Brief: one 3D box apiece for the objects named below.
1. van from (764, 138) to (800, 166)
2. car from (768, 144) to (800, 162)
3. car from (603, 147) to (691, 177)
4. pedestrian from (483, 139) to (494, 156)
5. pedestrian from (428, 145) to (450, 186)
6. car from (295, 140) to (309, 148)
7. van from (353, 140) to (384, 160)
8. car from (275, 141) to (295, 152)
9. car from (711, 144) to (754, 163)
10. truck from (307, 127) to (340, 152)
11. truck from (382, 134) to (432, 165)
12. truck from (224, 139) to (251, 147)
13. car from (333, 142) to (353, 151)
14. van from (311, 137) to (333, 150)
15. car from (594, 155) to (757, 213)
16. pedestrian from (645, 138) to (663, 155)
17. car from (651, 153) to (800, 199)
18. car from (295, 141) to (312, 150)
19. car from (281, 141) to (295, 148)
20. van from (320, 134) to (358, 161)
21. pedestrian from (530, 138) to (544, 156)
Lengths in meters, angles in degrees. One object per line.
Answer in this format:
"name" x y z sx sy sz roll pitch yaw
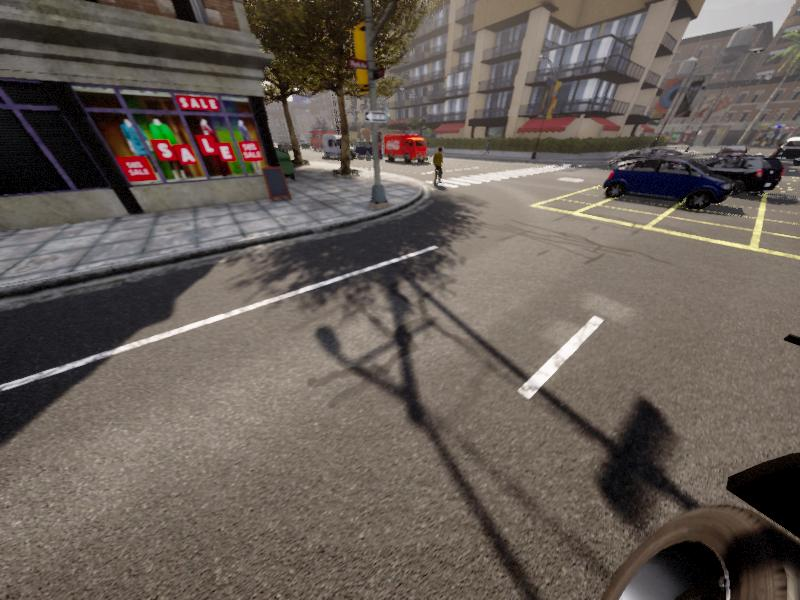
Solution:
"van" 36.374 -13.779 21.370 4.480 2.038 2.069 -24 41 -29
"car" 41.557 -15.788 24.694 4.674 1.442 1.812 -23 41 -29
"car" 17.300 -9.868 16.408 1.789 1.549 3.705 -24 41 -29
"pedestrian" 11.468 -19.781 29.953 0.751 1.860 0.751 -22 41 -28
"pedestrian" 2.136 -7.373 12.695 0.751 1.860 0.751 26 43 32
"car" -27.669 -44.032 65.199 1.930 1.638 5.238 -24 41 -29
"van" -4.108 -19.597 30.025 1.775 1.987 4.442 -24 41 -29
"car" -22.802 -30.362 45.627 2.097 1.767 4.553 -24 41 -29
"car" 34.771 -15.359 24.143 4.674 1.442 1.812 -23 41 -29
"truck" -15.495 -32.339 46.606 2.891 3.827 8.468 -24 41 -29
"truck" 0.620 -16.205 24.752 2.627 2.467 5.204 -24 41 -29
"truck" -51.383 -49.756 73.125 6.274 2.098 2.390 -3 35 -3
"car" -11.904 -32.020 48.117 2.007 1.525 4.514 -24 41 -29
"van" -18.624 -37.493 55.151 2.351 2.431 6.366 -24 41 -29
"car" 10.704 -4.831 9.325 1.789 1.549 3.705 -24 41 -29
"pedestrian" 33.578 -20.354 30.574 0.751 1.860 0.751 -24 42 -30
"car" 15.124 -6.051 11.035 1.845 1.501 3.633 -6 36 -9
"car" -23.337 -37.398 55.749 1.930 1.638 5.238 -24 41 -29
"car" -31.230 -43.349 64.346 1.801 1.575 5.366 -24 41 -29
"van" -7.696 -19.193 29.004 1.988 2.561 5.915 -24 41 -29
"pedestrian" 17.273 -19.226 29.115 0.751 1.860 0.751 -25 42 -31
